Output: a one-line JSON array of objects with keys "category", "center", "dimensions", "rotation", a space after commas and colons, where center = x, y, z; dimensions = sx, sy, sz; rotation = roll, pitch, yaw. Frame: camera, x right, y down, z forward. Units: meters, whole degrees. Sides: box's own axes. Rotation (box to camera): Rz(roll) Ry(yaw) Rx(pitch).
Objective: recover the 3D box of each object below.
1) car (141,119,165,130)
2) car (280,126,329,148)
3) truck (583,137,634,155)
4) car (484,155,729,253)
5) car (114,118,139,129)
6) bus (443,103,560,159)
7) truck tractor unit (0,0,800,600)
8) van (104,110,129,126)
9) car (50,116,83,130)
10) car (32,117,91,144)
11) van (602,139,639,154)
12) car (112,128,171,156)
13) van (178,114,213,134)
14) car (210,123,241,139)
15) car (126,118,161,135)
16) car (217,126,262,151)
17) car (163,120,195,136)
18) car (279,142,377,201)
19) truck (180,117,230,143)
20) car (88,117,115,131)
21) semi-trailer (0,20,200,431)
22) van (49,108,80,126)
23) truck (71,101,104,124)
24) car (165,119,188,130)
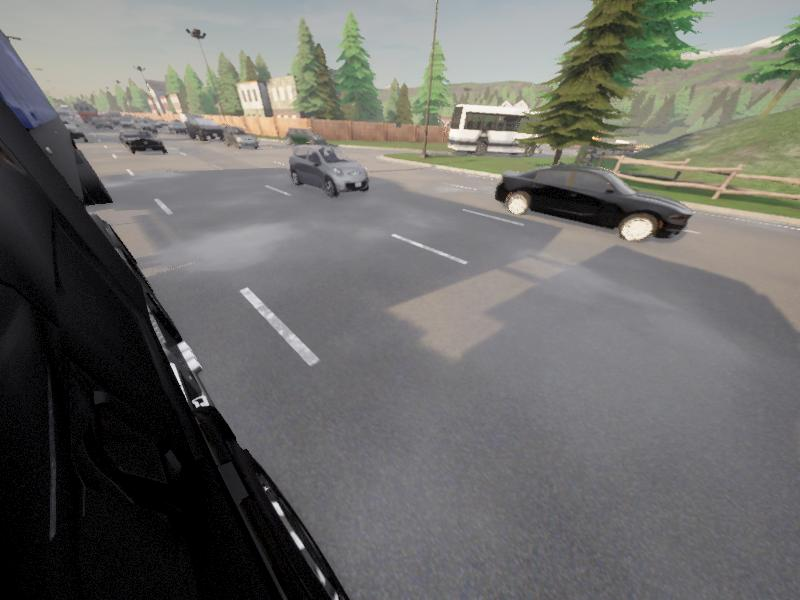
[{"category": "car", "center": [-46.931, -33.340, 43.864], "dimensions": [5.357, 1.411, 2.033], "rotation": [30, 44, 31]}, {"category": "car", "center": [-10.640, -18.364, 25.976], "dimensions": [4.553, 1.767, 2.097], "rotation": [15, 38, 15]}, {"category": "truck", "center": [37.019, -27.495, 41.127], "dimensions": [6.274, 2.098, 2.390], "rotation": [30, 45, 31]}, {"category": "car", "center": [5.527, -3.248, 7.095], "dimensions": [5.008, 1.535, 1.882], "rotation": [30, 45, 31]}, {"category": "car", "center": [-50.063, -32.310, 42.280], "dimensions": [5.357, 1.411, 2.033], "rotation": [30, 44, 31]}, {"category": "bus", "center": [10.527, -18.168, 25.087], "dimensions": [10.273, 4.253, 3.944], "rotation": [-4, 38, -9]}, {"category": "truck tractor unit", "center": [-2.645, -0.295, 0.351], "dimensions": [6.516, 4.208, 3.053], "rotation": [28, 44, 30]}, {"category": "van", "center": [-59.915, -38.460, 48.837], "dimensions": [5.915, 2.561, 1.988], "rotation": [30, 44, 31]}, {"category": "car", "center": [-48.126, -25.578, 33.347], "dimensions": [4.792, 1.488, 2.163], "rotation": [30, 44, 31]}, {"category": "car", "center": [-29.222, -14.771, 20.070], "dimensions": [5.027, 1.651, 2.152], "rotation": [30, 45, 31]}, {"category": "van", "center": [40.451, -28.301, 42.529], "dimensions": [4.442, 1.987, 1.775], "rotation": [30, 45, 31]}, {"category": "car", "center": [-18.200, -11.129, 16.222], "dimensions": [4.718, 1.301, 1.895], "rotation": [30, 44, 31]}, {"category": "van", "center": [-33.933, -29.121, 38.245], "dimensions": [6.366, 2.431, 2.351], "rotation": [30, 44, 31]}, {"category": "car", "center": [-23.604, -22.848, 31.248], "dimensions": [3.988, 1.617, 1.851], "rotation": [30, 45, 31]}, {"category": "car", "center": [-35.853, -24.257, 32.251], "dimensions": [4.611, 1.667, 2.242], "rotation": [30, 44, 31]}, {"category": "car", "center": [-14.781, -14.946, 21.290], "dimensions": [3.988, 1.617, 1.851], "rotation": [30, 44, 31]}, {"category": "car", "center": [-31.755, -24.719, 33.169], "dimensions": [5.238, 1.638, 1.930], "rotation": [30, 44, 31]}, {"category": "car", "center": [-2.857, -5.234, 9.190], "dimensions": [3.633, 1.501, 1.845], "rotation": [30, 44, 31]}, {"category": "truck", "center": [-22.334, -19.493, 26.441], "dimensions": [6.274, 2.098, 2.390], "rotation": [30, 45, 31]}, {"category": "car", "center": [-46.311, -27.369, 35.848], "dimensions": [4.892, 1.490, 1.837], "rotation": [30, 45, 31]}, {"category": "semi-trailer", "center": [-8.591, -3.683, 4.320], "dimensions": [14.254, 4.402, 2.717], "rotation": [29, 44, 31]}, {"category": "van", "center": [-62.452, -34.203, 43.103], "dimensions": [6.366, 2.431, 2.351], "rotation": [30, 44, 31]}, {"category": "truck", "center": [-70.817, -42.411, 52.335], "dimensions": [8.468, 3.827, 2.891], "rotation": [30, 44, 31]}, {"category": "car", "center": [-44.105, -34.645, 45.594], "dimensions": [5.238, 1.638, 1.930], "rotation": [30, 44, 31]}]
